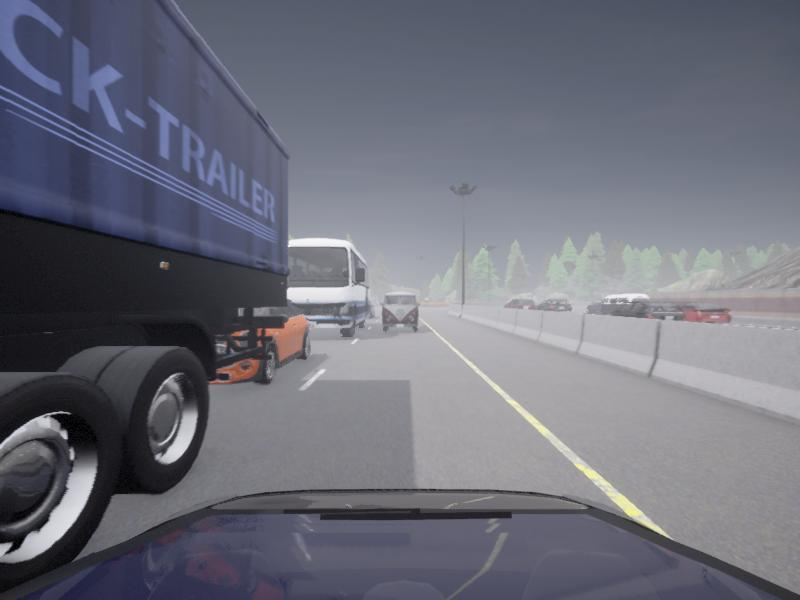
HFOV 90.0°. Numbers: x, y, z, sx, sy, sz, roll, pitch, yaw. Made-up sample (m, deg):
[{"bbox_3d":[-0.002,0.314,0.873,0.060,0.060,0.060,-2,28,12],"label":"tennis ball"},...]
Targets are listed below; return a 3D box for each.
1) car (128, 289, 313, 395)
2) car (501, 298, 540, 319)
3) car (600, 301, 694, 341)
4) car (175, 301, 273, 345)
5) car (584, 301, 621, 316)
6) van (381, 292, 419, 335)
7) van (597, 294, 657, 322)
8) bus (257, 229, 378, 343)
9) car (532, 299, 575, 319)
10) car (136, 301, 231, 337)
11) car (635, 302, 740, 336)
[{"bbox_3d":[-3.478,0.702,8.930,2.097,1.767,4.553,0,0,0],"label":"car"},{"bbox_3d":[10.511,0.723,35.275,2.097,1.767,4.553,0,0,0],"label":"car"},{"bbox_3d":[10.504,0.824,17.357,1.789,1.549,3.705,0,-1,0],"label":"car"},{"bbox_3d":[-6.997,0.837,16.635,1.882,1.535,5.008,0,0,0],"label":"car"},{"bbox_3d":[21.128,0.888,41.906,1.970,1.475,3.806,0,0,2],"label":"car"},{"bbox_3d":[0.008,0.616,20.617,1.775,1.987,4.442,0,0,0],"label":"van"},{"bbox_3d":[17.504,0.598,31.130,2.069,2.038,4.480,0,0,0],"label":"van"},{"bbox_3d":[-3.375,-0.516,20.087,3.944,4.253,10.273,0,0,0],"label":"bus"},{"bbox_3d":[14.011,0.787,36.828,2.242,1.667,4.611,0,0,0],"label":"car"},{"bbox_3d":[-10.497,0.818,19.970,1.801,1.575,5.366,0,0,0],"label":"car"},{"bbox_3d":[14.004,0.845,19.913,2.007,1.525,4.514,0,0,0],"label":"car"}]
